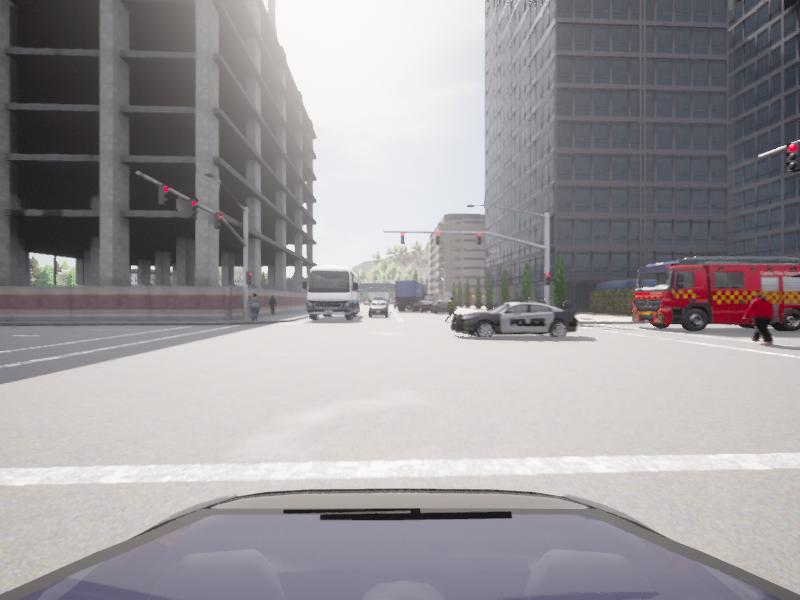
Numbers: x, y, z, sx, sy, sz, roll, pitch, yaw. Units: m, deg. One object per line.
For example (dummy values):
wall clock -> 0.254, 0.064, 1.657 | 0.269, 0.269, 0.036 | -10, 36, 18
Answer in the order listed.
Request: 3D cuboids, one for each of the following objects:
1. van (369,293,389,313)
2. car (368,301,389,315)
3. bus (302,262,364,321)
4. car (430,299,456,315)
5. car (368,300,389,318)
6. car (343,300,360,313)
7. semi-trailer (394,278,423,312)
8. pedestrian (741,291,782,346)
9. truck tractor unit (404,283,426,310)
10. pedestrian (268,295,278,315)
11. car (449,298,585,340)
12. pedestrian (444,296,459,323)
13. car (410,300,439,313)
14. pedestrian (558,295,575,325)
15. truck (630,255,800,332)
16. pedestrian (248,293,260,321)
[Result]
van -> -2.671, 0.359, 51.054 | 2.351, 2.431, 6.366 | 0, 0, -3
car -> -2.308, 0.820, 43.459 | 2.128, 1.511, 4.902 | 0, 0, -3
bus -> -5.255, -0.543, 33.881 | 3.944, 4.253, 10.273 | 0, 0, -2
car -> 4.818, 0.748, 45.443 | 2.242, 1.667, 4.611 | 0, 0, -2
car -> -1.956, 0.804, 36.012 | 1.789, 1.549, 3.705 | 0, 0, -3
car -> -6.191, 0.782, 51.424 | 1.801, 1.575, 5.366 | 0, 0, -3
semi-trailer -> 1.543, -0.637, 59.137 | 2.717, 4.402, 14.254 | 0, 0, 8
pedestrian -> 12.572, 0.636, 13.927 | 0.751, 1.860, 0.751 | 0, 0, 4
truck tractor unit -> 2.614, -0.538, 66.977 | 3.053, 4.208, 6.516 | 0, 0, 9
pedestrian -> -11.666, 0.469, 36.673 | 0.751, 1.860, 0.751 | 0, 0, -8
car -> 4.850, 0.766, 17.092 | 5.238, 1.638, 1.930 | 0, 0, -4
pedestrian -> 3.597, 0.628, 27.876 | 0.751, 1.860, 0.751 | 0, 0, -18
car -> 2.989, 0.804, 49.797 | 1.882, 1.535, 5.008 | 0, 0, -17
pedestrian -> 10.473, 0.631, 25.162 | 0.751, 1.860, 0.751 | 0, 0, -2
truck -> 17.333, -0.324, 21.417 | 8.468, 3.827, 2.891 | 0, 0, -2
pedestrian -> -9.694, 0.473, 26.575 | 0.751, 1.860, 0.751 | 0, 0, -17
